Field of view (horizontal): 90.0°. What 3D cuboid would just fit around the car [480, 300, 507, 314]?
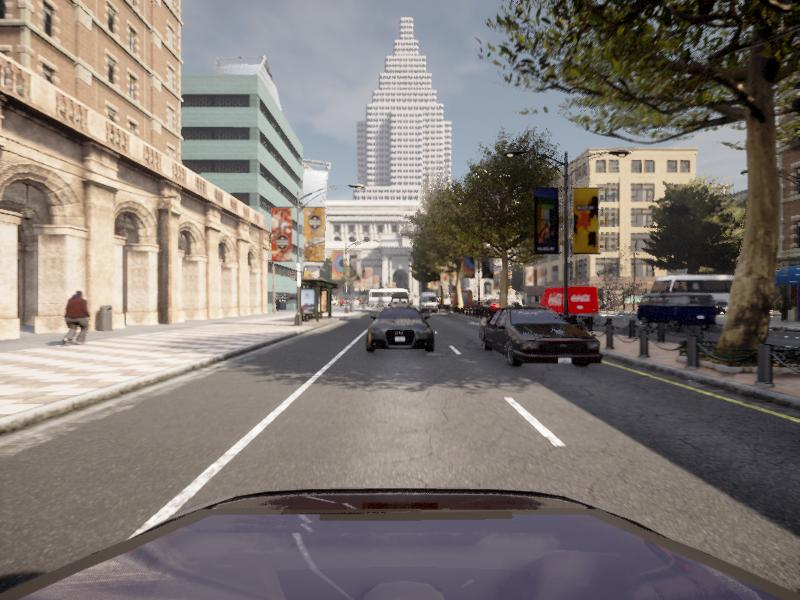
[{"bbox_3d":[11.501,0.778,49.338,2.242,1.667,4.611,0,0,0],"label":"car"}]

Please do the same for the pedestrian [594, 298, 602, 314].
[{"bbox_3d":[21.883,0.657,44.269,0.751,1.860,0.751,0,0,19],"label":"pedestrian"}]

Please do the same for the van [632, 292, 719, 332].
[{"bbox_3d":[15.002,0.607,22.126,1.775,1.987,4.442,0,0,0],"label":"van"}]

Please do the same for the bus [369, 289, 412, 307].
[{"bbox_3d":[-2.328,-0.495,98.162,10.273,4.253,3.944,0,0,0],"label":"bus"}]

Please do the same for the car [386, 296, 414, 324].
[{"bbox_3d":[0.003,0.659,28.993,1.905,1.878,3.866,0,0,0],"label":"car"}]

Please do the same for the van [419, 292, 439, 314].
[{"bbox_3d":[3.485,0.344,49.414,1.988,2.561,5.915,0,0,0],"label":"van"}]

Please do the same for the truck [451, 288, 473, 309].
[{"bbox_3d":[11.511,-0.290,75.454,2.891,3.827,8.468,0,0,0],"label":"truck"}]

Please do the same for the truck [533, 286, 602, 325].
[{"bbox_3d":[11.499,0.368,28.011,2.627,2.467,5.204,0,0,0],"label":"truck"}]

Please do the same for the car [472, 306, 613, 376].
[{"bbox_3d":[3.499,0.900,11.148,2.033,1.411,5.357,0,0,0],"label":"car"}]

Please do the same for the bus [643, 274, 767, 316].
[{"bbox_3d":[32.286,-0.515,42.662,10.273,4.253,3.944,0,0,-1],"label":"bus"}]

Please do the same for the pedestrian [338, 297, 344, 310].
[{"bbox_3d":[-8.744,0.512,59.433,0.751,1.860,0.751,0,0,7],"label":"pedestrian"}]

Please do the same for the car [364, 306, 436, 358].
[{"bbox_3d":[0.001,0.914,13.170,1.994,1.385,4.181,0,0,0],"label":"car"}]

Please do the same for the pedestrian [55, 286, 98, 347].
[{"bbox_3d":[-10.129,0.491,12.535,0.751,1.860,0.751,0,0,-4],"label":"pedestrian"}]
